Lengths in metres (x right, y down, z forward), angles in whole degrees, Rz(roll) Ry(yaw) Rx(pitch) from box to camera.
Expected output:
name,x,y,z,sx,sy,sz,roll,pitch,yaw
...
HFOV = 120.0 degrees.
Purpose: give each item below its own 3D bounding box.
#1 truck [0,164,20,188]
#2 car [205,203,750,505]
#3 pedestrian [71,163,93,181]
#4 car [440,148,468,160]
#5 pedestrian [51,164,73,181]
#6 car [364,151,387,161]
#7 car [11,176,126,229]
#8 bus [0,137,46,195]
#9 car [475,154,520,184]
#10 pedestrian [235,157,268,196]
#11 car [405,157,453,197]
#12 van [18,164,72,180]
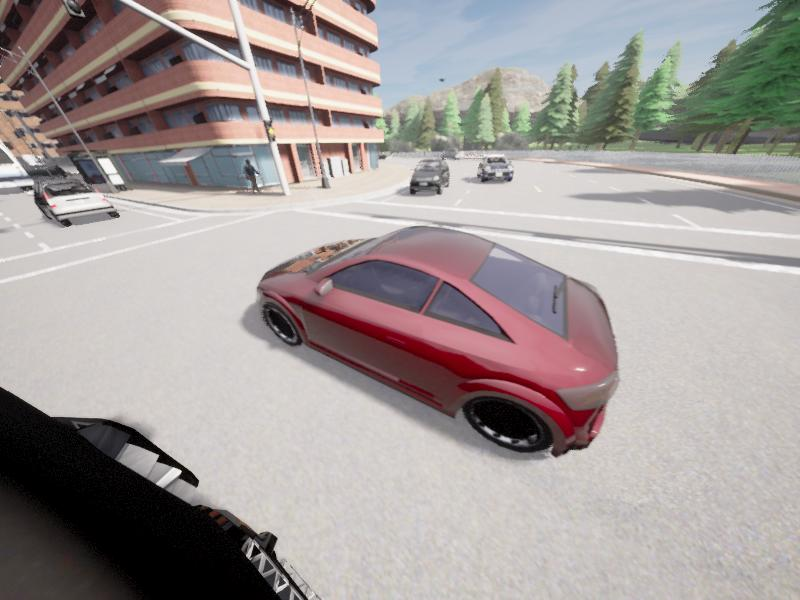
name,x,y,z,sx,sy,sz,roll,pitch,yaw
truck,-50.669,-15.806,27.900,8.468,3.827,2.891,17,38,27
car,0.057,-0.131,2.884,4.181,1.385,1.994,16,38,26
pedestrian,-39.569,-15.925,28.776,0.751,1.860,0.751,16,38,26
car,9.118,-25.134,39.765,2.242,1.667,4.611,-17,36,-21
pedestrian,-44.149,-16.662,30.205,0.751,1.860,0.751,14,37,24
car,-5.329,-31.257,50.147,4.974,1.542,2.038,23,41,33
car,-14.728,-4.470,10.293,3.988,1.617,1.851,16,38,26
bus,-39.967,-12.749,22.151,10.273,4.253,3.944,16,38,26
car,6.343,-8.899,15.568,1.970,1.475,3.806,3,34,9
pedestrian,-8.408,-6.999,13.136,0.751,1.860,0.751,16,38,26
car,1.702,-6.868,12.744,1.789,1.549,3.705,8,35,16
van,-59.956,-21.708,39.128,1.775,1.987,4.442,16,38,26
